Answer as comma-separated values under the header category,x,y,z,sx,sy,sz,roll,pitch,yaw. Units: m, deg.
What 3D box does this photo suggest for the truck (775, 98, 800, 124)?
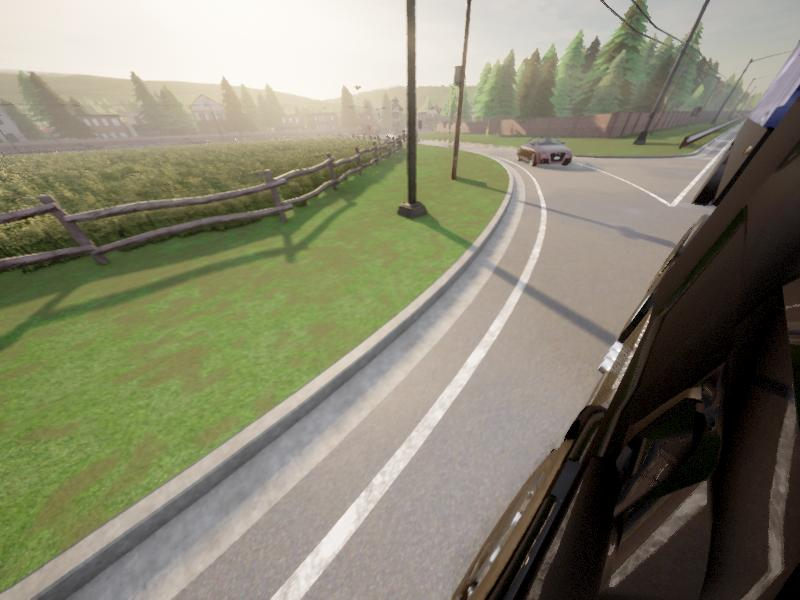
category,x,y,z,sx,sy,sz,roll,pitch,yaw
truck,78.476,-37.438,45.674,8.468,3.827,2.891,-28,44,-30

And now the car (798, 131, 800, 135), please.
category,x,y,z,sx,sy,sz,roll,pitch,yaw
car,43.166,-17.826,23.586,4.892,1.490,1.837,-28,44,-30

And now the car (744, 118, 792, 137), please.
category,x,y,z,sx,sy,sz,roll,pitch,yaw
car,39.376,-18.551,24.791,4.792,1.488,2.163,-28,44,-30

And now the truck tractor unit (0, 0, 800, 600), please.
category,x,y,z,sx,sy,sz,roll,pitch,yaw
truck tractor unit,2.645,-0.295,0.352,6.516,4.208,3.053,-28,44,-30

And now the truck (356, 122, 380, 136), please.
category,x,y,z,sx,sy,sz,roll,pitch,yaw
truck,-11.906,-64.736,87.526,8.468,3.827,2.891,-28,44,-29

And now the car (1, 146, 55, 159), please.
category,x,y,z,sx,sy,sz,roll,pitch,yaw
car,-73.045,-29.105,45.497,5.238,1.638,1.930,-28,44,-29

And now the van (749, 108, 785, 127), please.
category,x,y,z,sx,sy,sz,roll,pitch,yaw
van,63.776,-31.827,40.245,6.366,2.431,2.351,-28,44,-30

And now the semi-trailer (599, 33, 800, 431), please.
category,x,y,z,sx,sy,sz,roll,pitch,yaw
semi-trailer,8.651,-3.631,4.283,14.254,4.402,2.717,-29,44,-30

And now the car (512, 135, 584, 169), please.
category,x,y,z,sx,sy,sz,roll,pitch,yaw
car,8.826,-9.224,14.280,1.994,1.385,4.181,1,37,4

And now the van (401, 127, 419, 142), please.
category,x,y,z,sx,sy,sz,roll,pitch,yaw
van,1.870,-30.991,43.179,2.069,2.038,4.480,-11,37,-11

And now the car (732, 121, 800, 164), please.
category,x,y,z,sx,sy,sz,roll,pitch,yaw
car,21.156,-8.984,13.006,5.027,1.651,2.152,-28,44,-30
